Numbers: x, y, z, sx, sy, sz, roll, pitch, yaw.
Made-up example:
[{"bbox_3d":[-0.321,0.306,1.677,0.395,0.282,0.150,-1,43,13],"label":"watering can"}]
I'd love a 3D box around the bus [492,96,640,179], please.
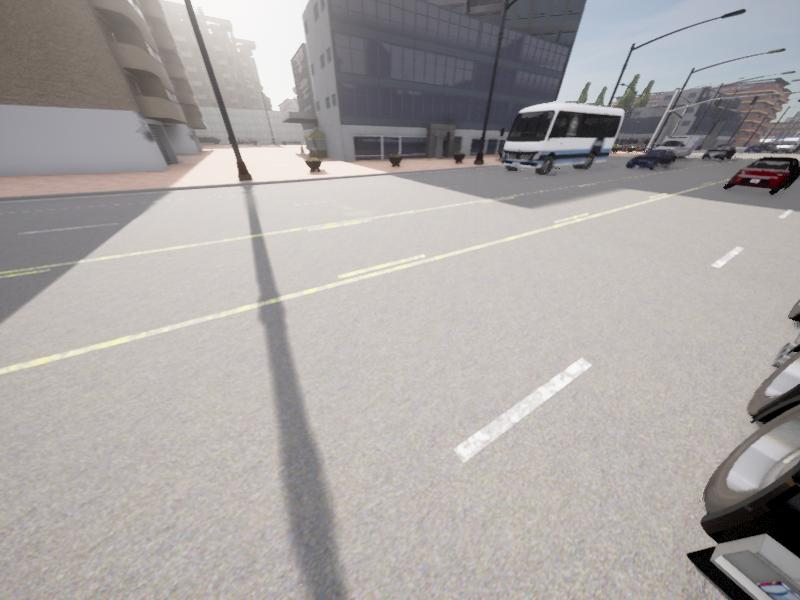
[{"bbox_3d":[12.820,-12.499,18.072,10.273,4.253,3.944,-18,39,-24],"label":"bus"}]

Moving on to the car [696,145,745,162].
[{"bbox_3d":[38.458,-17.671,27.735,4.902,1.511,2.128,-18,39,-24],"label":"car"}]

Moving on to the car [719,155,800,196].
[{"bbox_3d":[19.232,-6.609,12.071,4.193,1.474,1.816,-19,39,-24],"label":"car"}]

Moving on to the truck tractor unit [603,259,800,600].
[{"bbox_3d":[5.092,-0.323,0.780,6.516,4.208,3.053,-19,39,-24],"label":"truck tractor unit"}]

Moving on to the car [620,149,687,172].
[{"bbox_3d":[21.914,-12.114,19.967,5.357,1.411,2.033,-18,39,-24],"label":"car"}]

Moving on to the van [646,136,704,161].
[{"bbox_3d":[34.330,-19.011,28.850,6.366,2.431,2.351,-18,39,-24],"label":"van"}]
